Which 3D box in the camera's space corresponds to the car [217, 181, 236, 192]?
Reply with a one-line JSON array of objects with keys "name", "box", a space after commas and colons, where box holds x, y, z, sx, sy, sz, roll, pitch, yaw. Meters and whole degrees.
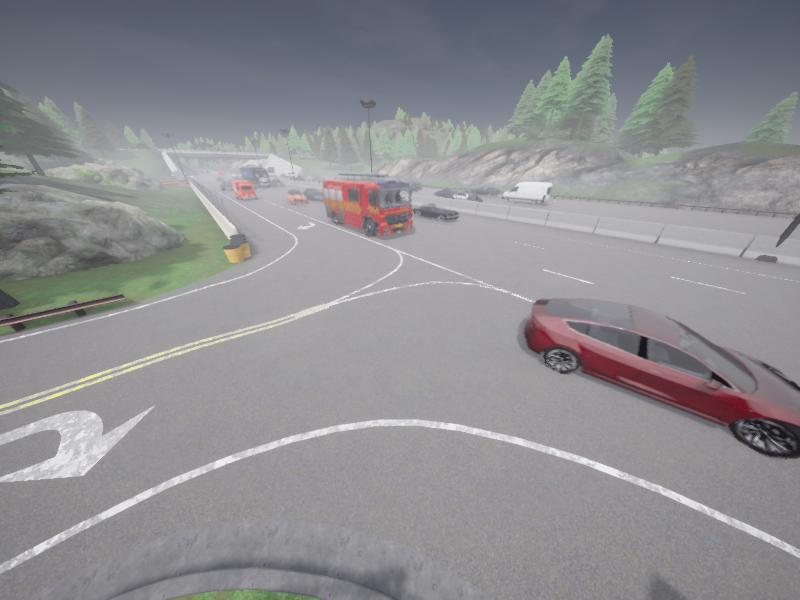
[{"name": "car", "box": [-35.179, -22.975, 46.772, 2.033, 1.649, 4.856, -23, 37, -34]}]

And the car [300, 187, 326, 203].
[{"name": "car", "box": [-12.717, -15.461, 33.757, 2.033, 1.649, 4.856, -19, 35, -30]}]

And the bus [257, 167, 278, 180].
[{"name": "bus", "box": [-52.887, -50.743, 92.245, 3.944, 4.253, 10.273, -23, 37, -34]}]

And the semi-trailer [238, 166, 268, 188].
[{"name": "semi-trailer", "box": [-36.450, -30.560, 57.118, 2.717, 4.402, 14.254, -22, 37, -33]}]

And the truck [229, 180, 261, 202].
[{"name": "truck", "box": [-22.905, -16.125, 34.065, 2.627, 2.467, 5.204, -23, 37, -34]}]

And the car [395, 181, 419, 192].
[{"name": "car", "box": [1.404, -23.047, 46.853, 2.242, 1.667, 4.611, -23, 37, -34]}]

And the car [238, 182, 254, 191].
[{"name": "car", "box": [-32.740, -24.098, 49.049, 1.895, 1.301, 4.718, -23, 37, -34]}]

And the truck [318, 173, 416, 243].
[{"name": "truck", "box": [-2.795, -7.488, 17.750, 2.891, 3.827, 8.468, -23, 37, -34]}]

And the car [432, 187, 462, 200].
[{"name": "car", "box": [7.343, -16.694, 36.151, 1.994, 1.385, 4.181, -23, 37, -34]}]

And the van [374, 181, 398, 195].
[{"name": "van", "box": [-2.523, -20.108, 41.392, 2.069, 2.038, 4.480, -23, 37, -34]}]

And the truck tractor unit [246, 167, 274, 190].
[{"name": "truck tractor unit", "box": [-31.454, -27.405, 51.850, 3.053, 4.208, 6.516, -22, 36, -33]}]

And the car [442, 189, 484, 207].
[{"name": "car", "box": [8.187, -13.554, 30.554, 2.038, 1.542, 4.974, -23, 37, -34]}]

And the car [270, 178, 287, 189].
[{"name": "car", "box": [-28.442, -27.225, 53.882, 1.932, 1.855, 4.605, -23, 37, -34]}]

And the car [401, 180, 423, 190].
[{"name": "car", "box": [2.545, -25.079, 50.374, 2.242, 1.667, 4.611, -23, 37, -34]}]

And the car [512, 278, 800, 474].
[{"name": "car", "box": [5.475, 1.132, 5.164, 4.792, 1.488, 2.163, 20, 35, 31]}]

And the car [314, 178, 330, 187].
[{"name": "car", "box": [-20.172, -30.341, 59.578, 1.801, 1.575, 5.366, -23, 37, -34]}]

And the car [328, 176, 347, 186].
[{"name": "car", "box": [-16.274, -30.949, 60.166, 2.150, 2.045, 5.566, -23, 37, -34]}]

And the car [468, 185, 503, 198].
[{"name": "car", "box": [14.201, -18.120, 38.483, 2.128, 1.511, 4.902, -23, 37, -34]}]

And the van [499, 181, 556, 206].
[{"name": "van", "box": [16.798, -14.323, 30.878, 1.988, 2.561, 5.915, -23, 37, -34]}]

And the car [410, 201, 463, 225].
[{"name": "car", "box": [3.250, -8.243, 21.586, 1.895, 1.301, 4.718, -23, 37, -34]}]

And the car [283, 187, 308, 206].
[{"name": "car", "box": [-13.863, -13.771, 30.662, 2.097, 1.767, 4.553, -16, 34, -25]}]
